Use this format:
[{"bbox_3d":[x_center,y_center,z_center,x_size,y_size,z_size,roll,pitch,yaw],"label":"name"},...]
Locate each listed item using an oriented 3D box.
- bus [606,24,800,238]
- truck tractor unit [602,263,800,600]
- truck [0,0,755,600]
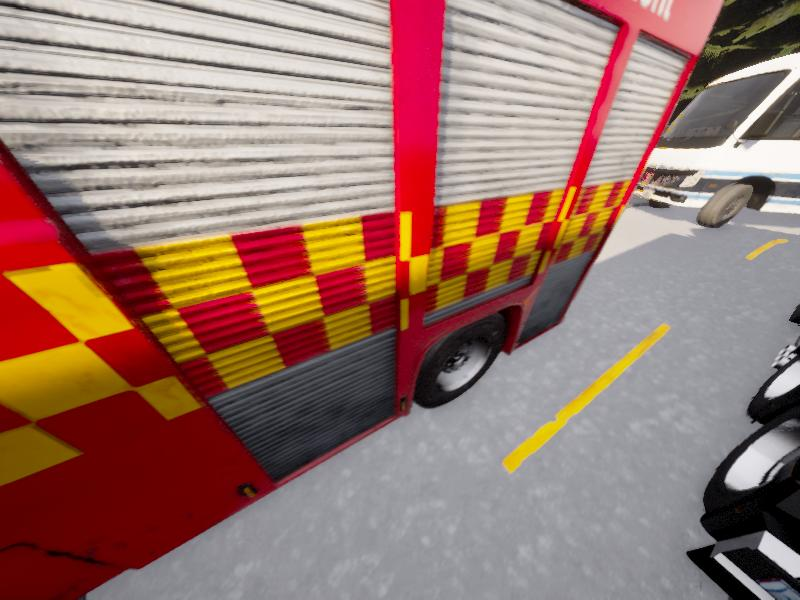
[{"bbox_3d":[13.759,-4.268,6.548,10.273,4.253,3.944,10,35,12],"label":"bus"},{"bbox_3d":[5.108,-0.304,0.786,6.516,4.208,3.053,-18,39,-24],"label":"truck tractor unit"},{"bbox_3d":[-2.161,-0.470,1.315,8.468,3.827,2.891,-18,39,-25],"label":"truck"}]
